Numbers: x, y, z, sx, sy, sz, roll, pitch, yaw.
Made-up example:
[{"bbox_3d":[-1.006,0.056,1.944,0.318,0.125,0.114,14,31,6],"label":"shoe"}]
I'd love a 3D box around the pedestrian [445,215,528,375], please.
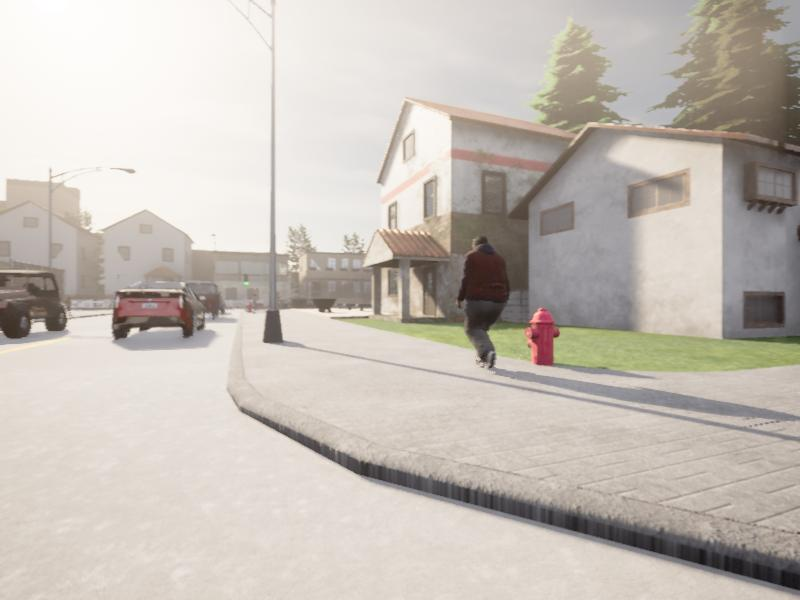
[{"bbox_3d":[1.094,-0.059,5.140,0.751,1.860,0.751,0,0,-22],"label":"pedestrian"}]

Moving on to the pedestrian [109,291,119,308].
[{"bbox_3d":[-31.263,-0.070,43.789,0.751,1.860,0.751,0,0,-25],"label":"pedestrian"}]

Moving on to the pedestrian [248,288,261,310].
[{"bbox_3d":[-12.429,-0.067,34.241,0.751,1.860,0.751,0,0,42],"label":"pedestrian"}]

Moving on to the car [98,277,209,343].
[{"bbox_3d":[-6.898,0.230,11.743,2.007,1.525,4.514,0,0,-22],"label":"car"}]

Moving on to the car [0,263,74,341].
[{"bbox_3d":[-11.006,0.042,11.156,1.905,1.878,3.866,0,0,-22],"label":"car"}]

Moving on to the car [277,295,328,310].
[{"bbox_3d":[-10.086,0.274,41.564,4.792,1.488,2.163,0,0,-26],"label":"car"}]

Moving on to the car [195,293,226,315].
[{"bbox_3d":[-13.882,0.262,29.485,1.816,1.474,4.193,0,0,-22],"label":"car"}]

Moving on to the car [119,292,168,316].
[{"bbox_3d":[-17.634,0.237,27.720,2.128,1.511,4.902,0,0,-24],"label":"car"}]

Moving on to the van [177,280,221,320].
[{"bbox_3d":[-10.950,0.003,22.025,1.775,1.987,4.442,0,0,-21],"label":"van"}]

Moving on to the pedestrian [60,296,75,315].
[{"bbox_3d":[-19.764,0.309,23.788,0.500,1.100,0.500,0,0,-7],"label":"pedestrian"}]
